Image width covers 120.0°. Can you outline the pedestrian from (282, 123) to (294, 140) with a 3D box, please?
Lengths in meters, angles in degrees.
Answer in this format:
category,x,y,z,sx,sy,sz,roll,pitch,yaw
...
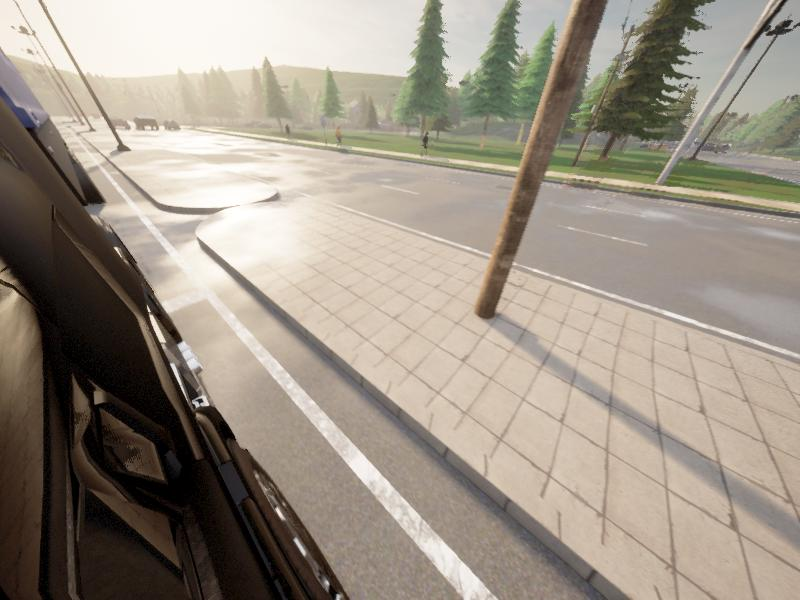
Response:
category,x,y,z,sx,sy,sz,roll,pitch,yaw
pedestrian,-15.026,-22.634,31.016,0.751,1.860,0.751,30,44,31

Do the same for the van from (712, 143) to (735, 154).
category,x,y,z,sx,sy,sz,roll,pitch,yaw
van,80.641,-37.938,57.699,2.069,2.038,4.480,29,44,31

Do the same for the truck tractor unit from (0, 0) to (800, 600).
category,x,y,z,sx,sy,sz,roll,pitch,yaw
truck tractor unit,-2.645,-0.295,0.352,6.516,4.208,3.053,28,44,30

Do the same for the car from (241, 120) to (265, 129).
category,x,y,z,sx,sy,sz,roll,pitch,yaw
car,-46.668,-55.851,73.418,2.150,2.045,5.566,29,44,30

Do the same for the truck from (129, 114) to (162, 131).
category,x,y,z,sx,sy,sz,roll,pitch,yaw
truck,-46.010,-32.100,41.746,6.274,2.098,2.390,28,44,30

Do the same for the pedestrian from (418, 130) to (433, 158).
category,x,y,z,sx,sy,sz,roll,pitch,yaw
pedestrian,2.142,-13.019,19.296,0.751,1.860,0.751,30,45,32

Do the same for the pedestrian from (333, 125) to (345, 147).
category,x,y,z,sx,sy,sz,roll,pitch,yaw
pedestrian,-6.683,-17.954,25.310,0.751,1.860,0.751,30,45,31

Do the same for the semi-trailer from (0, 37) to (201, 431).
category,x,y,z,sx,sy,sz,roll,pitch,yaw
semi-trailer,-8.665,-3.633,4.254,14.254,4.402,2.717,29,44,30

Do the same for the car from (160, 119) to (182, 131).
category,x,y,z,sx,sy,sz,roll,pitch,yaw
car,-43.701,-33.405,44.044,3.988,1.617,1.851,28,44,30

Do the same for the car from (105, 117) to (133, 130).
category,x,y,z,sx,sy,sz,roll,pitch,yaw
car,-48.586,-30.541,39.899,5.027,1.651,2.152,28,44,30
